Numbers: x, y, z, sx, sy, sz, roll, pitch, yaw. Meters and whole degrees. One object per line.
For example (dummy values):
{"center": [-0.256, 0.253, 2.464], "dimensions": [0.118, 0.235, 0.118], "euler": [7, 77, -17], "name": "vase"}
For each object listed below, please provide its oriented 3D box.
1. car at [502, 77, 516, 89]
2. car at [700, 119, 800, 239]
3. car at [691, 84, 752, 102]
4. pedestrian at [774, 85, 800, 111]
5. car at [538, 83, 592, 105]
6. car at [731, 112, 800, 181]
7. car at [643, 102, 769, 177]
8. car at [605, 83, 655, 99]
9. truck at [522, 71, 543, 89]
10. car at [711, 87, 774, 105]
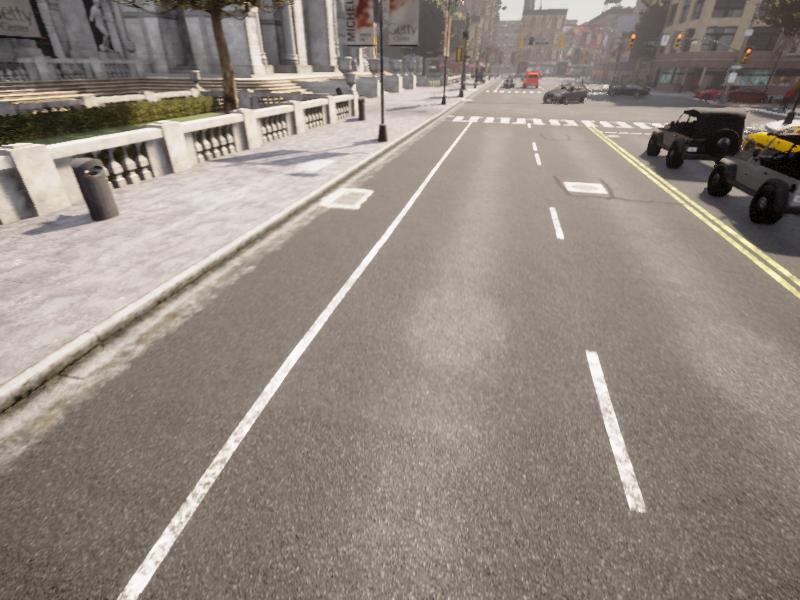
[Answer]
{"center": [17.720, -35.146, 64.790], "dimensions": [1.970, 1.475, 3.806], "euler": [8, 31, 12], "name": "car"}
{"center": [9.186, -2.959, 9.323], "dimensions": [1.905, 1.878, 3.866], "euler": [7, 31, 11], "name": "car"}
{"center": [34.791, -22.531, 43.491], "dimensions": [4.514, 1.525, 2.007], "euler": [9, 31, 14], "name": "car"}
{"center": [31.890, -16.608, 32.960], "dimensions": [0.751, 1.860, 0.751], "euler": [10, 32, 16], "name": "pedestrian"}
{"center": [15.861, -19.815, 38.409], "dimensions": [4.611, 1.667, 2.242], "euler": [-18, 35, -28], "name": "car"}
{"center": [13.961, -5.313, 13.724], "dimensions": [1.801, 1.575, 5.366], "euler": [7, 31, 12], "name": "car"}
{"center": [10.552, -5.843, 14.266], "dimensions": [1.905, 1.878, 3.866], "euler": [7, 31, 11], "name": "car"}
{"center": [27.268, -24.935, 47.553], "dimensions": [1.812, 1.442, 4.674], "euler": [-24, 38, -35], "name": "car"}
{"center": [21.458, -35.831, 65.043], "dimensions": [2.627, 2.467, 5.204], "euler": [7, 31, 11], "name": "truck"}
{"center": [34.388, -20.559, 40.277], "dimensions": [4.181, 1.385, 1.994], "euler": [7, 31, 11], "name": "car"}
